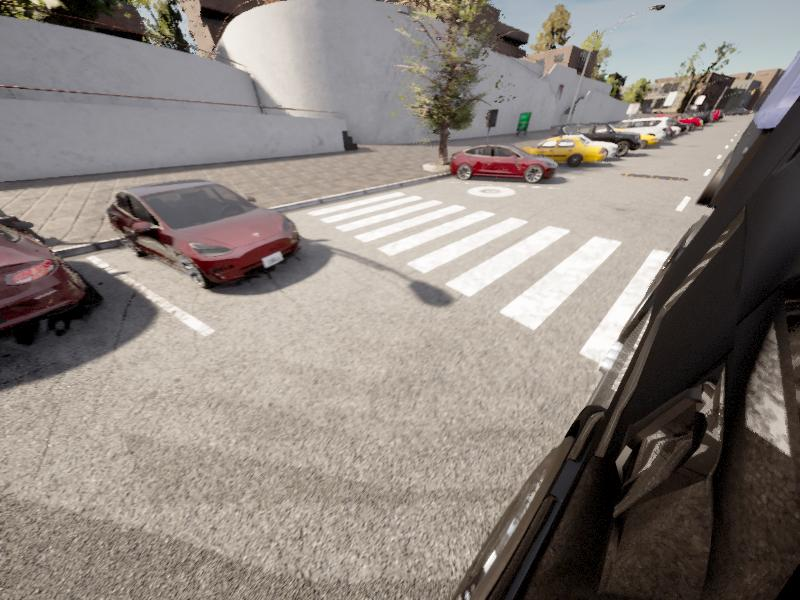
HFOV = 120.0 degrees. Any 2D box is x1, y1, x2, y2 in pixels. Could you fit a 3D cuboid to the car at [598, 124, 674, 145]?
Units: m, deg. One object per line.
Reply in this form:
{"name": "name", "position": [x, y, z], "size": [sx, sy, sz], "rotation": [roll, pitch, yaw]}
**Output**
{"name": "car", "position": [23.105, -16.410, 22.951], "size": [4.792, 1.488, 2.163], "rotation": [17, 41, 25]}

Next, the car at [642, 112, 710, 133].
{"name": "car", "position": [39.207, -25.399, 33.095], "size": [5.566, 2.045, 2.435], "rotation": [17, 41, 26]}

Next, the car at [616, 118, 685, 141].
{"name": "car", "position": [27.691, -19.036, 25.826], "size": [4.553, 1.767, 2.185], "rotation": [17, 41, 26]}

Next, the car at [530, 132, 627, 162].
{"name": "car", "position": [11.647, -10.226, 15.501], "size": [4.674, 1.452, 2.002], "rotation": [17, 40, 25]}

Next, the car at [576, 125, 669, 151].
{"name": "car", "position": [18.699, -13.903, 19.874], "size": [5.366, 1.575, 1.946], "rotation": [17, 40, 25]}

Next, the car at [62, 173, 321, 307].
{"name": "car", "position": [-4.400, -1.688, 4.978], "size": [4.792, 1.488, 2.163], "rotation": [17, 40, 25]}

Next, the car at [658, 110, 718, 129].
{"name": "car", "position": [48.326, -30.410, 39.013], "size": [5.566, 2.045, 2.435], "rotation": [17, 41, 26]}

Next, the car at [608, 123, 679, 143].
{"name": "car", "position": [25.433, -17.644, 24.437], "size": [4.674, 1.452, 2.002], "rotation": [17, 41, 25]}

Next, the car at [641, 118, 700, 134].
{"name": "car", "position": [36.929, -23.918, 31.786], "size": [4.792, 1.488, 2.163], "rotation": [17, 41, 26]}

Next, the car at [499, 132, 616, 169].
{"name": "car", "position": [9.188, -9.079, 14.049], "size": [5.366, 1.575, 1.946], "rotation": [17, 41, 25]}

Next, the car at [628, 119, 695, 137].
{"name": "car", "position": [32.316, -21.430, 28.829], "size": [5.008, 1.535, 2.097], "rotation": [17, 41, 26]}

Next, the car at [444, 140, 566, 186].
{"name": "car", "position": [4.784, -6.562, 10.982], "size": [4.792, 1.488, 2.163], "rotation": [17, 40, 25]}

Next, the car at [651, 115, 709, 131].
{"name": "car", "position": [43.618, -27.755, 36.276], "size": [5.366, 1.575, 1.946], "rotation": [17, 41, 26]}

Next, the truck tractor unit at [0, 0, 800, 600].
{"name": "truck tractor unit", "position": [2.645, -0.295, 0.352], "size": [6.516, 4.208, 3.053], "rotation": [-28, 44, -30]}

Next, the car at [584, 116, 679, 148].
{"name": "car", "position": [20.797, -15.394, 21.303], "size": [5.566, 2.045, 2.435], "rotation": [17, 41, 25]}

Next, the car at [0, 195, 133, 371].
{"name": "car", "position": [-6.722, -0.464, 3.488], "size": [4.674, 1.452, 2.002], "rotation": [17, 41, 25]}

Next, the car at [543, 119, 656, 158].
{"name": "car", "position": [13.963, -11.678, 16.816], "size": [5.566, 2.045, 2.435], "rotation": [17, 40, 25]}

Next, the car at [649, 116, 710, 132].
{"name": "car", "position": [41.650, -26.412, 34.645], "size": [5.366, 1.575, 1.946], "rotation": [17, 41, 26]}

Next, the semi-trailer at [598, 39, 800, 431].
{"name": "semi-trailer", "position": [8.688, -3.607, 4.245], "size": [14.254, 4.402, 2.717], "rotation": [-28, 43, -30]}

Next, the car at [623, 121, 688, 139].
{"name": "car", "position": [30.019, -20.147, 27.387], "size": [4.674, 1.452, 2.002], "rotation": [17, 41, 26]}
